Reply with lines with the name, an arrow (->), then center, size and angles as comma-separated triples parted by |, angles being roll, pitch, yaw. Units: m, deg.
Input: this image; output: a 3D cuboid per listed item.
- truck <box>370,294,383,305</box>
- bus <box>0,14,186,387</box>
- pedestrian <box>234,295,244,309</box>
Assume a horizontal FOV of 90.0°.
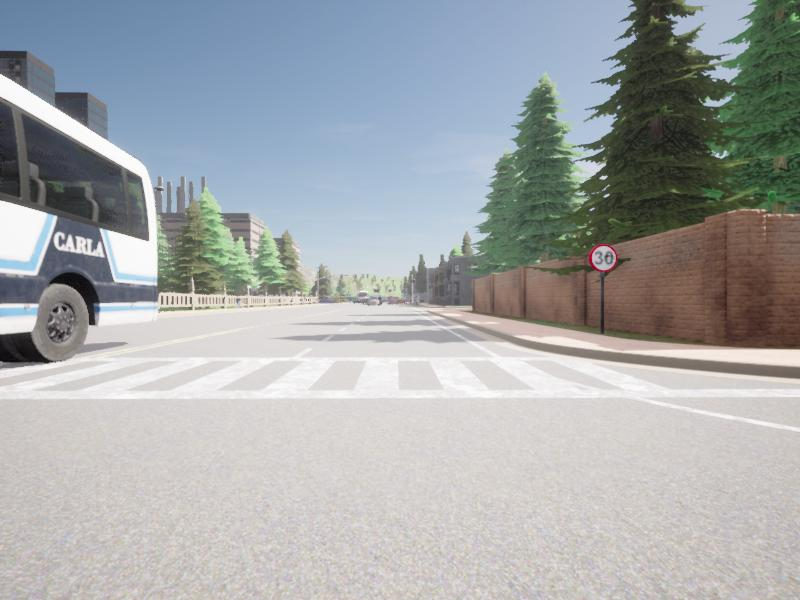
truck -> -4.900, -0.060, 82.974 | 2.390, 2.098, 6.274 | 0, 0, -1
bus -> -6.489, -1.132, 4.072 | 3.944, 4.253, 10.273 | 0, 0, -5
pedestrian -> -15.325, 0.165, 38.097 | 0.751, 1.300, 0.751 | 0, 0, -3
